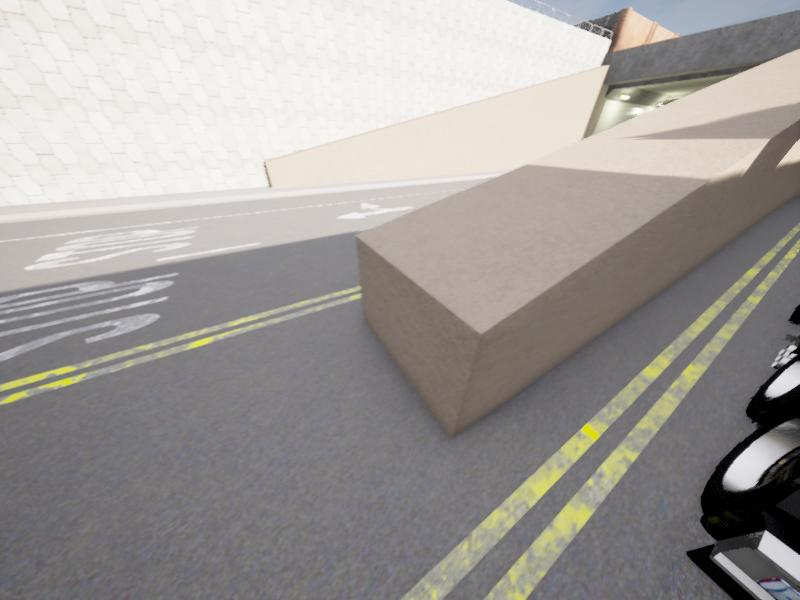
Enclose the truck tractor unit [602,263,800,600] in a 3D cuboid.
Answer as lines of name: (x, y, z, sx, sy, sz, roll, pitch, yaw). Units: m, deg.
truck tractor unit: (5.109, -0.305, 0.786, 6.516, 4.208, 3.053, -18, 39, -24)
